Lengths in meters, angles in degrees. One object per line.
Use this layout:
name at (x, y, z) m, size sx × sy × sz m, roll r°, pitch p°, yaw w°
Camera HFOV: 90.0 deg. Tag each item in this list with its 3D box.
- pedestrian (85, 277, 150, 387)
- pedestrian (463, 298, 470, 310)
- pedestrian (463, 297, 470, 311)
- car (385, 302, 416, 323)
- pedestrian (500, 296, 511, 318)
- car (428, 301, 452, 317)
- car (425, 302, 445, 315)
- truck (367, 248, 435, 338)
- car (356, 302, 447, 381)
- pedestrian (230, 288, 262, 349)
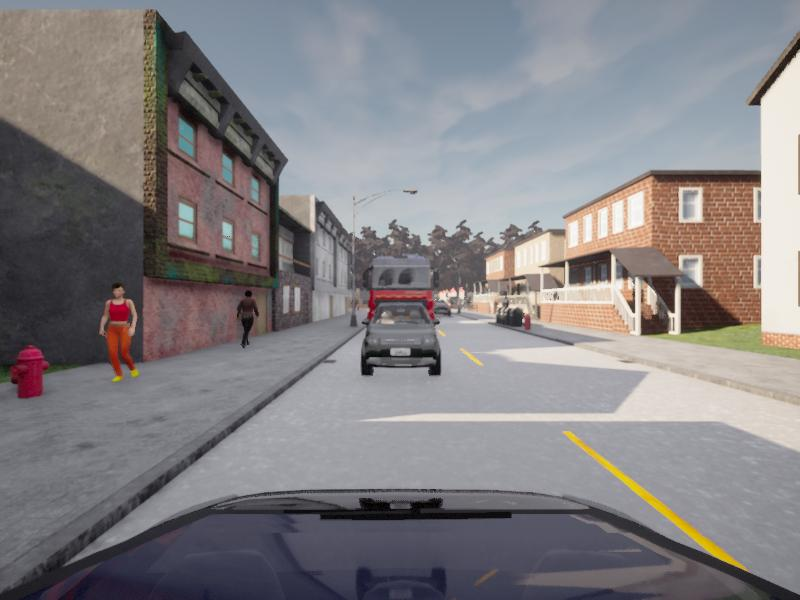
pedestrian at (-5.100, 0.543, 7.264) m, size 0.751 × 1.860 × 0.751 m, roll 0°, pitch 0°, yaw -15°
pedestrian at (10.042, 0.602, 60.597) m, size 0.751 × 1.860 × 0.751 m, roll 0°, pitch 0°, yaw 44°
pedestrian at (9.033, 0.594, 54.152) m, size 0.751 × 1.860 × 0.751 m, roll 0°, pitch 0°, yaw -9°
car at (0.062, 0.891, 30.564) m, size 2.163 × 1.488 × 4.792 m, roll 0°, pitch 0°, yaw 0°
pedestrian at (8.791, 0.576, 33.364) m, size 0.751 × 1.860 × 0.751 m, roll 0°, pitch 0°, yaw 9°
car at (4.084, 0.880, 41.437) m, size 2.038 × 1.542 × 4.974 m, roll 0°, pitch 0°, yaw 0°
car at (4.090, 0.969, 47.702) m, size 1.994 × 1.385 × 4.181 m, roll 0°, pitch 0°, yaw 0°
truck at (0.041, -0.291, 21.277) m, size 2.891 × 3.827 × 8.468 m, roll 0°, pitch 0°, yaw 0°
car at (0.024, 0.830, 9.697) m, size 1.789 × 1.549 × 3.705 m, roll 0°, pitch 0°, yaw 0°
pedestrian at (-4.824, 0.550, 12.577) m, size 0.751 × 1.860 × 0.751 m, roll 0°, pitch 0°, yaw -3°
